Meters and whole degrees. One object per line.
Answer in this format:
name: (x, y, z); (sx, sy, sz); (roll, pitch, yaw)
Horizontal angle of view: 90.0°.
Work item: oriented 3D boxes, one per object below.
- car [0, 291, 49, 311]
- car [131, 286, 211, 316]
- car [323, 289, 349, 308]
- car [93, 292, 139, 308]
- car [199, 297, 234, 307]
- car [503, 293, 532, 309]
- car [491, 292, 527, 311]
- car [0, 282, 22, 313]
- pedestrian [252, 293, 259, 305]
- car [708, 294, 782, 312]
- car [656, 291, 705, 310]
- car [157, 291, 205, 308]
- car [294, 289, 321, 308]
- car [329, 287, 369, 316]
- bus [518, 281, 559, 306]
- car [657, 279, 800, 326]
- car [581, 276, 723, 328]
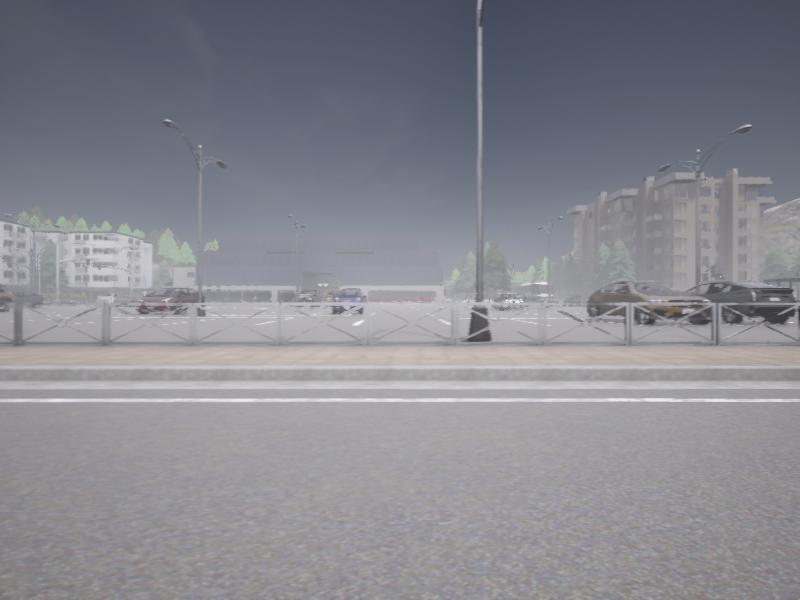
car: (-32.242, 0.063, 33.336); (2.007, 1.523, 4.514); (0, 0, -1)
car: (-12.782, 0.050, 22.728); (2.007, 1.523, 4.514); (0, 0, -1)
car: (-6.509, -0.154, 41.273); (1.932, 1.855, 4.605); (0, 0, -1)
car: (-28.621, -0.005, 40.407); (1.970, 1.475, 3.806); (0, 0, -1)
car: (-26.783, 0.257, 58.404); (4.193, 1.474, 1.816); (0, 0, 0)
car: (12.076, 0.110, 41.245); (1.845, 1.501, 3.633); (0, 0, -1)
car: (9.139, 0.123, 33.807); (1.970, 1.475, 3.806); (0, 0, -1)
car: (-25.242, -0.142, 23.366); (1.932, 1.855, 4.605); (0, 0, -1)
pedestrian: (-22.863, -0.115, 63.366); (0.751, 1.860, 0.751); (0, 0, -2)
car: (29.639, 0.233, 34.601); (2.163, 1.488, 4.792); (0, 0, -1)
car: (29.518, 0.034, 42.266); (1.932, 1.855, 4.605); (0, 0, -1)
car: (-22.206, -0.088, 40.768); (2.152, 1.636, 5.027); (0, 0, -1)
car: (-9.412, -0.173, 40.843); (1.905, 1.878, 3.866); (0, 0, -1)
car: (-2.789, 0.066, 22.745); (1.845, 1.501, 3.633); (0, 0, -1)
bus: (25.625, -1.154, 74.812); (3.944, 4.253, 10.273); (0, 0, -1)
car: (12.239, 0.076, 15.211); (2.007, 1.523, 4.514); (0, 0, -1)
car: (9.102, 0.069, 15.140); (2.152, 1.636, 5.027); (0, 0, -1)
